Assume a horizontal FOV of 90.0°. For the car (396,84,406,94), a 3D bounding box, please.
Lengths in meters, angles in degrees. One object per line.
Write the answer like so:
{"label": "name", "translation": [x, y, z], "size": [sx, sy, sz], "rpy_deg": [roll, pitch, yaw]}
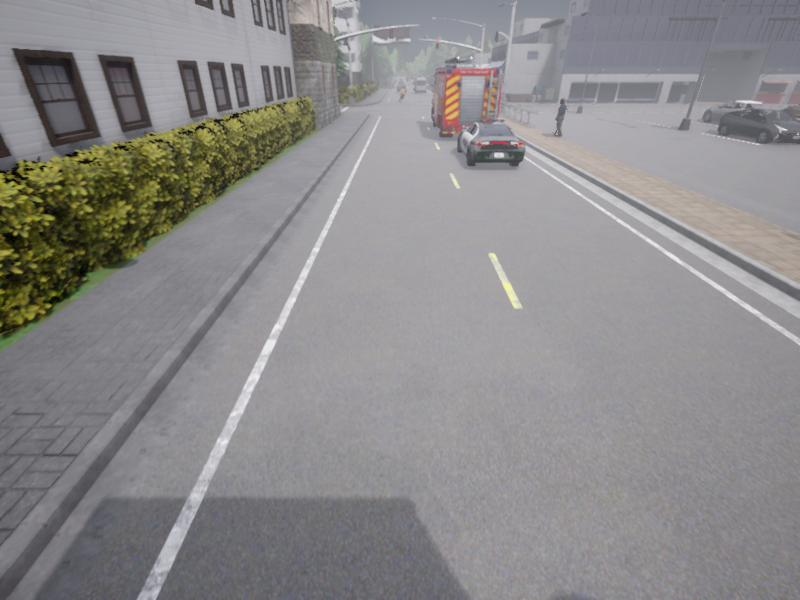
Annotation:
{"label": "car", "translation": [0.247, -39.402, 74.554], "size": [1.837, 1.490, 4.892], "rpy_deg": [0, 29, 0]}

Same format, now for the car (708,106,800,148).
{"label": "car", "translation": [19.015, -9.171, 21.007], "size": [2.007, 1.523, 4.514], "rpy_deg": [0, 29, 0]}

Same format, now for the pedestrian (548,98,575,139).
{"label": "pedestrian", "translation": [8.370, -9.444, 20.775], "size": [0.751, 1.860, 0.751], "rpy_deg": [-24, 37, -36]}

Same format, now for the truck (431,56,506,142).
{"label": "truck", "translation": [3.608, -11.971, 23.607], "size": [2.891, 3.827, 8.468], "rpy_deg": [0, 29, 0]}

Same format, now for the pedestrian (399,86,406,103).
{"label": "pedestrian", "translation": [0.312, -25.181, 48.953], "size": [0.751, 1.860, 0.751], "rpy_deg": [7, 30, 12]}

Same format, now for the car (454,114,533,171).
{"label": "car", "translation": [3.579, -6.589, 16.405], "size": [2.038, 1.542, 4.974], "rpy_deg": [0, 29, 0]}

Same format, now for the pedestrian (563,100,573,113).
{"label": "pedestrian", "translation": [15.196, -17.544, 36.260], "size": [0.500, 1.100, 0.500], "rpy_deg": [0, 29, 0]}

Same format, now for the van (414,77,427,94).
{"label": "van", "translation": [3.751, -39.694, 73.978], "size": [1.988, 2.561, 5.915], "rpy_deg": [0, 29, 0]}

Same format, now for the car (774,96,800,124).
{"label": "car", "translation": [29.094, -12.918, 27.360], "size": [2.152, 1.636, 5.027], "rpy_deg": [0, 29, 0]}

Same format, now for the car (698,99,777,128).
{"label": "car", "translation": [22.676, -12.692, 27.115], "size": [1.970, 1.475, 3.806], "rpy_deg": [0, 29, 0]}
